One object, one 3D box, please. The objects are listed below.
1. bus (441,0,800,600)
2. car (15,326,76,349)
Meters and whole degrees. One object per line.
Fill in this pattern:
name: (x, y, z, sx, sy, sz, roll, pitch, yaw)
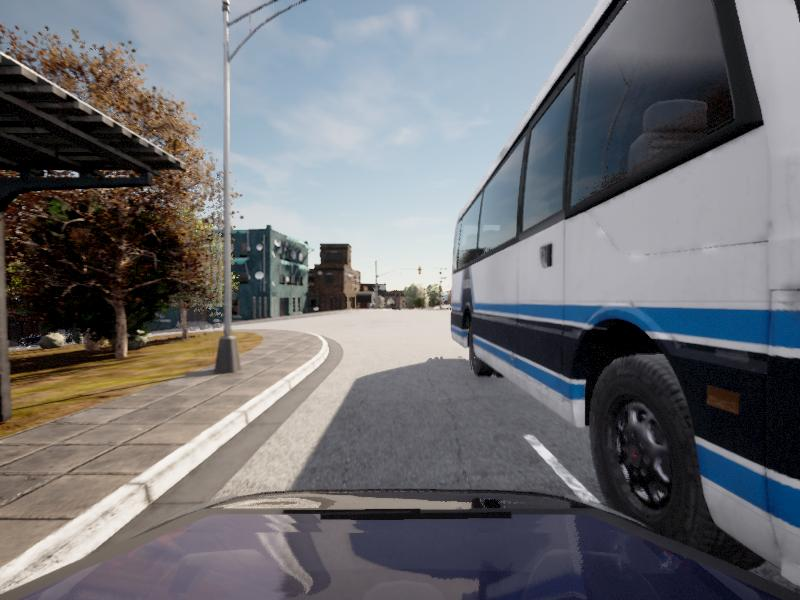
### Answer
bus: (3.116, -0.534, 6.007, 3.944, 4.253, 10.273, 0, 0, 0)
car: (-31.868, 3.357, 36.000, 4.193, 1.474, 1.816, -6, 0, 9)
